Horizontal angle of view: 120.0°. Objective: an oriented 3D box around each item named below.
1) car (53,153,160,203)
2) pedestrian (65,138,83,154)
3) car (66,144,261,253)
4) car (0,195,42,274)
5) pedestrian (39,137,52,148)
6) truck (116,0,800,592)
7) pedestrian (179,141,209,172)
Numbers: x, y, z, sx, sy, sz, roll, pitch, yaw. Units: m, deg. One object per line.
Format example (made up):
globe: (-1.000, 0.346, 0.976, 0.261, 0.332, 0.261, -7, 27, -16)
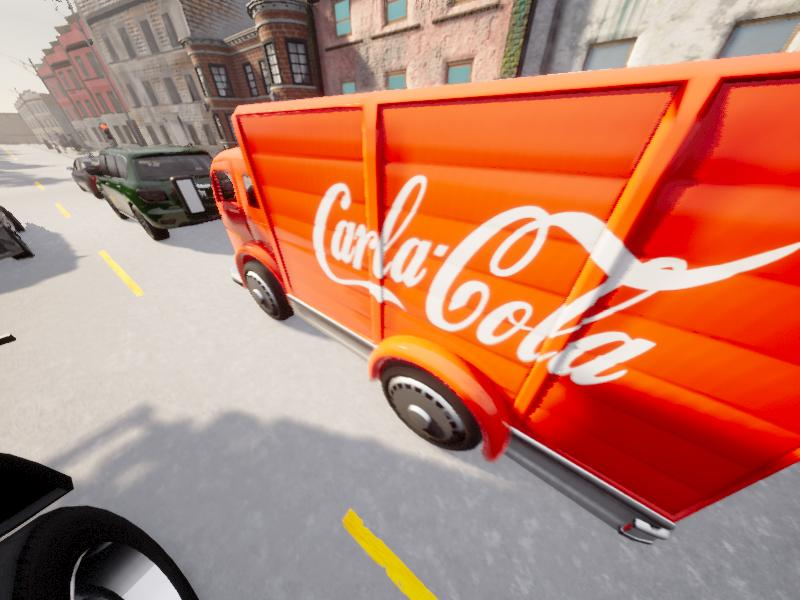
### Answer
car: (-13.798, -5.880, 10.867, 4.514, 1.525, 2.007, 22, 41, 28)
pedestrian: (-47.947, -22.683, 34.014, 0.751, 1.860, 0.751, 27, 43, 33)
car: (-7.069, -3.377, 6.901, 5.566, 2.045, 2.150, 22, 41, 28)
car: (-10.190, -1.679, 4.794, 4.611, 1.667, 2.242, 22, 41, 28)
pedestrian: (-78.996, -35.121, 51.491, 0.751, 1.860, 0.751, 19, 39, 25)
truck: (-0.096, -0.714, 2.793, 5.204, 2.467, 2.627, 22, 41, 28)
pedestrian: (-15.123, -10.578, 17.021, 0.751, 1.860, 0.751, 17, 38, 22)
